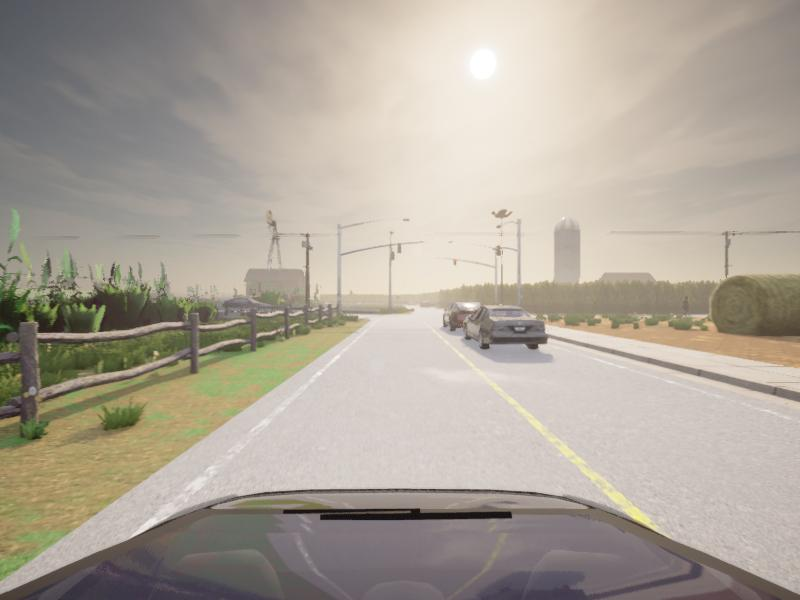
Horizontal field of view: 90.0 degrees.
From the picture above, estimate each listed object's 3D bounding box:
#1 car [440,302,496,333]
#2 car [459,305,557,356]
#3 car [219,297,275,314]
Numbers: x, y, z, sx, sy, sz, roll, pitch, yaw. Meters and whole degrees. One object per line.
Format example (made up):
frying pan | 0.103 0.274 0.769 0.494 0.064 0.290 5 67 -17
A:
car | 3.501 0.851 21.548 2.163 1.488 4.792 0 0 0
car | 3.501 0.894 14.176 2.033 1.411 5.357 0 0 0
car | -14.797 0.512 38.736 4.674 1.442 1.812 3 0 3
